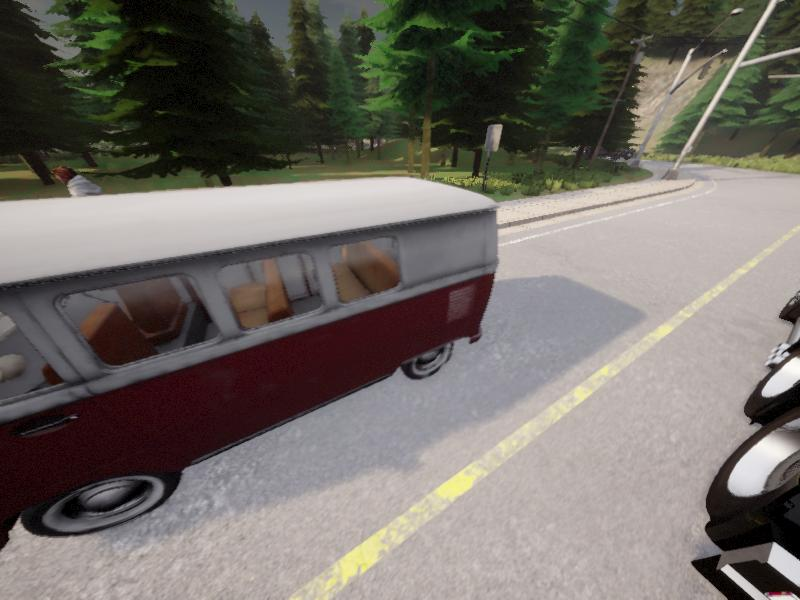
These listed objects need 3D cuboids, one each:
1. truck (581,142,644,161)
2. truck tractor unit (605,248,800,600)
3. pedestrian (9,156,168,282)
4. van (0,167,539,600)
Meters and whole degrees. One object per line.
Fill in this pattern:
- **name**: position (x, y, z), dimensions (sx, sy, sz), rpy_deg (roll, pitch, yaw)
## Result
- **truck**: position (29.923, -21.254, 32.965), dimensions (2.390, 2.098, 6.274), rpy_deg (-5, 35, -9)
- **truck tractor unit**: position (5.082, -0.329, 0.821), dimensions (6.516, 4.208, 3.053), rpy_deg (-19, 39, -25)
- **pedestrian**: position (-5.085, -1.381, 4.016), dimensions (0.751, 1.860, 0.751), rpy_deg (-22, 41, -29)
- **van**: position (-1.278, 0.075, 2.148), dimensions (4.442, 1.987, 1.775), rpy_deg (-17, 38, -23)
